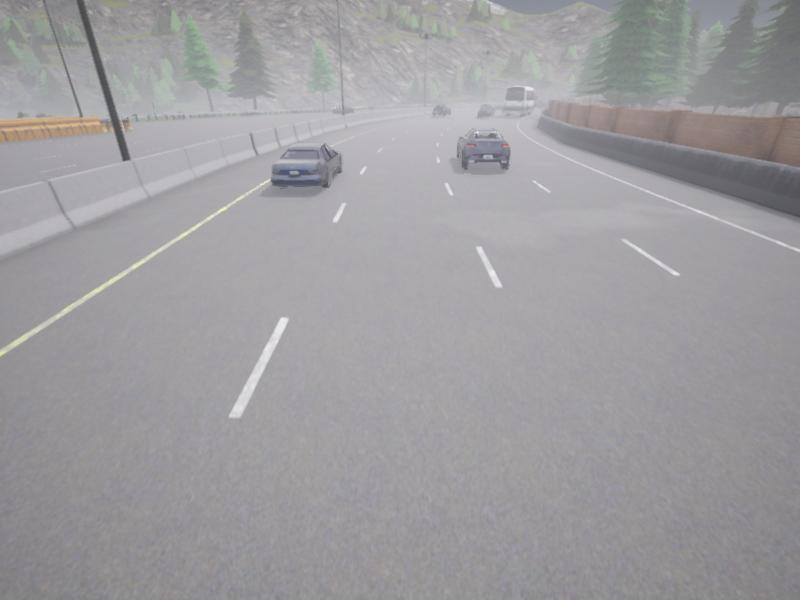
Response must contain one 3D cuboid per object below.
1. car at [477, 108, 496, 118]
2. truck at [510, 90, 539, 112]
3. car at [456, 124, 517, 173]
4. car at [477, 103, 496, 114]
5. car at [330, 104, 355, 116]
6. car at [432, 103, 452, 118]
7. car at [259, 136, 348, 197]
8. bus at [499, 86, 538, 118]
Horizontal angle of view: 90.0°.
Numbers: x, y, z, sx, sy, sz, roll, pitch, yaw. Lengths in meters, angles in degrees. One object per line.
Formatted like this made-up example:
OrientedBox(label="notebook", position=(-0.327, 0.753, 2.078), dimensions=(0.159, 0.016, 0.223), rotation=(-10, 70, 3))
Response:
OrientedBox(label="car", position=(13.063, -28.213, 60.296), dimensions=(1.895, 1.301, 4.718), rotation=(10, 29, 19))
OrientedBox(label="truck", position=(25.562, -40.626, 81.773), dimensions=(2.891, 3.827, 8.468), rotation=(16, 31, 29))
OrientedBox(label="car", position=(3.984, -7.472, 19.448), dimensions=(2.152, 1.651, 5.027), rotation=(2, 27, 3))
OrientedBox(label="car", position=(15.810, -34.962, 73.087), dimensions=(2.033, 1.649, 4.856), rotation=(13, 30, 23))
OrientedBox(label="car", position=(-9.676, -32.240, 67.810), dimensions=(1.882, 1.535, 5.008), rotation=(10, 29, 18))
OrientedBox(label="car", position=(6.505, -29.335, 61.826), dimensions=(1.932, 1.855, 4.605), rotation=(10, 29, 18))
OrientedBox(label="car", position=(-3.449, -5.328, 15.490), dimensions=(2.033, 1.411, 5.357), rotation=(1, 27, 1))
OrientedBox(label="bus", position=(19.185, -32.001, 64.458), dimensions=(3.944, 4.253, 10.273), rotation=(12, 29, 21))
